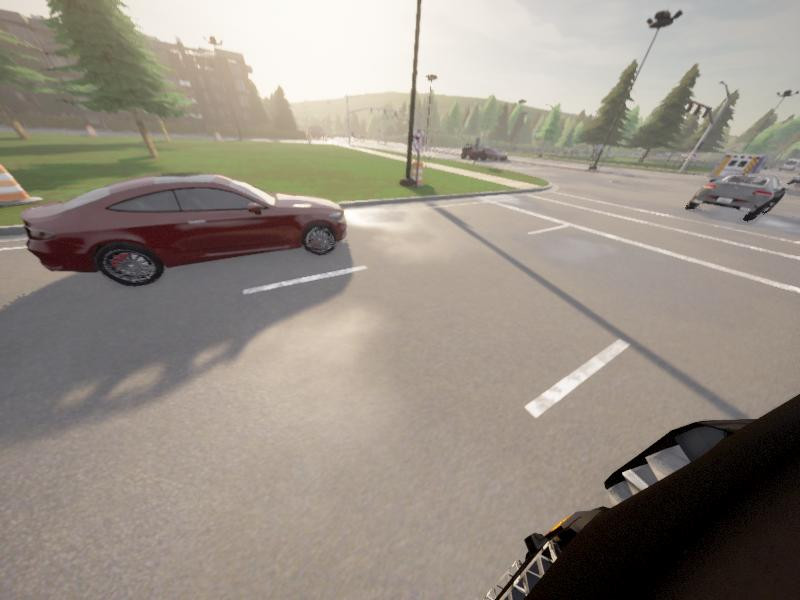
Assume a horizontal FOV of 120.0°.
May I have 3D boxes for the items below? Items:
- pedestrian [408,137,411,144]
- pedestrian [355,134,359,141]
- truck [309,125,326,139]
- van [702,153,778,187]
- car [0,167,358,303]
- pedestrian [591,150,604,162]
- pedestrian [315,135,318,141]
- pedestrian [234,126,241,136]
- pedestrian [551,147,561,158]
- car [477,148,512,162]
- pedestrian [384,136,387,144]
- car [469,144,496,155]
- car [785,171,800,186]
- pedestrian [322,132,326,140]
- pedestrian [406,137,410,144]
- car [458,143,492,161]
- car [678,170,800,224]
[{"bbox_3d":[3.327,-53.911,78.154,0.751,1.860,0.751,-9,37,-17],"label":"pedestrian"},{"bbox_3d":[-14.011,-52.906,75.246,0.751,1.860,0.751,-16,40,-25],"label":"pedestrian"},{"bbox_3d":[-28.565,-58.129,79.893,2.891,3.827,8.468,-16,40,-26],"label":"truck"},{"bbox_3d":[32.554,-12.477,22.125,6.366,2.431,2.351,-16,40,-26],"label":"van"},{"bbox_3d":[-3.392,-1.609,4.450,4.674,1.442,1.812,-16,40,-26],"label":"car"},{"bbox_3d":[34.708,-25.289,40.577,0.751,1.860,0.751,-13,39,-22],"label":"pedestrian"},{"bbox_3d":[-21.480,-41.871,59.642,0.500,1.100,0.500,-12,38,-20],"label":"pedestrian"},{"bbox_3d":[-38.562,-39.981,54.802,0.751,1.860,0.751,-6,36,-13],"label":"pedestrian"},{"bbox_3d":[31.378,-29.674,46.469,0.751,1.860,0.751,-13,39,-23],"label":"pedestrian"},{"bbox_3d":[13.370,-20.739,32.995,1.994,1.385,4.181,-16,40,-25],"label":"car"},{"bbox_3d":[-4.602,-50.481,72.900,0.751,1.860,0.751,-19,41,-29],"label":"pedestrian"},{"bbox_3d":[16.779,-30.777,47.224,1.930,1.638,5.238,-16,40,-25],"label":"car"},{"bbox_3d":[44.502,-13.173,25.147,4.718,1.301,1.895,-16,40,-26],"label":"car"},{"bbox_3d":[-20.791,-44.857,63.234,0.751,1.860,0.751,-21,42,-30],"label":"pedestrian"},{"bbox_3d":[2.696,-53.827,77.980,0.751,1.860,0.751,13,36,13],"label":"pedestrian"},{"bbox_3d":[10.159,-20.276,31.604,1.905,1.878,3.866,-16,40,-25],"label":"car"},{"bbox_3d":[15.803,-4.940,10.700,5.027,1.651,2.152,-16,40,-26],"label":"car"}]
